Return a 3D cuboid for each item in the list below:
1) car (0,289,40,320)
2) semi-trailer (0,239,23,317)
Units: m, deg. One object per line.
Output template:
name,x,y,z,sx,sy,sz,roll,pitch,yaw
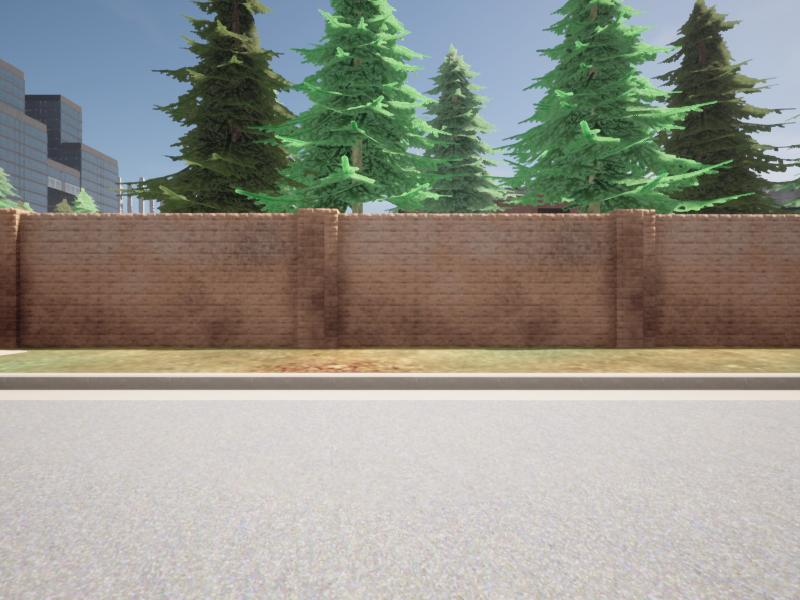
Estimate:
car,-20.329,0.227,19.752,1.845,1.501,3.633,0,0,0
semi-trailer,-23.825,-1.219,16.693,2.717,4.402,14.254,0,0,0
